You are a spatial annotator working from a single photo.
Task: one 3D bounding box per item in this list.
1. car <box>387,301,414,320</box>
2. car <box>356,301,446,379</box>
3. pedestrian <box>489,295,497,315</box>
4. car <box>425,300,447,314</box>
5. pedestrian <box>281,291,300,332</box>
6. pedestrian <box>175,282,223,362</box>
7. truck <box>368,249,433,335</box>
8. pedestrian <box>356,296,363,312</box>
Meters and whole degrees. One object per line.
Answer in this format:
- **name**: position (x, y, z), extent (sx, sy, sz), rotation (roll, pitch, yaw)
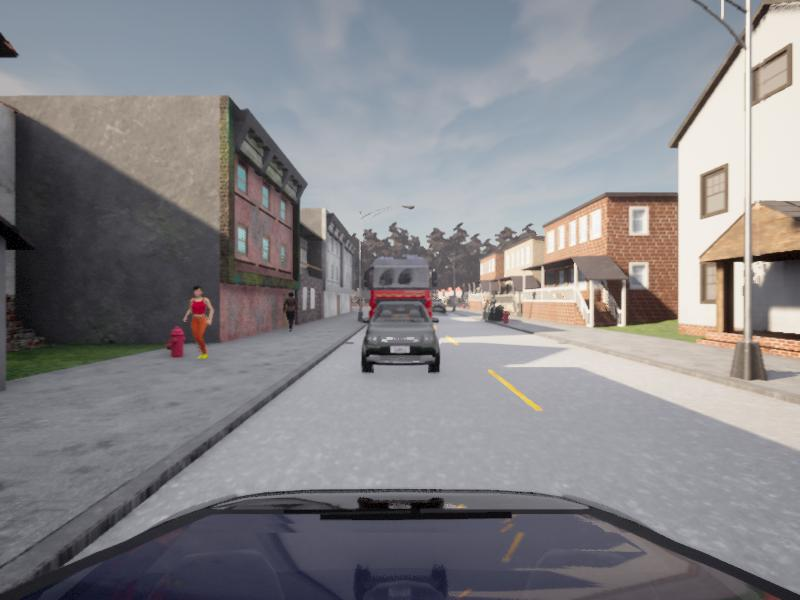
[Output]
- **car**: position (0.046, 0.807, 33.506), extent (2.163, 1.488, 4.792), rotation (0, 0, 0)
- **car**: position (0.017, 0.803, 9.849), extent (1.789, 1.549, 3.705), rotation (0, 0, 0)
- **pedestrian**: position (9.086, 0.482, 38.892), extent (0.751, 1.860, 0.751), rotation (0, 0, 15)
- **car**: position (4.064, 0.766, 45.524), extent (2.038, 1.542, 4.974), rotation (0, 0, 0)
- **pedestrian**: position (-5.033, 0.508, 18.410), extent (0.751, 1.860, 0.751), rotation (0, 0, -9)
- **pedestrian**: position (-4.855, 0.519, 9.699), extent (0.751, 1.860, 0.751), rotation (0, 0, 6)
- **truck**: position (0.027, -0.350, 22.037), extent (2.891, 3.827, 8.468), rotation (0, 0, 0)
- **pedestrian**: position (-4.903, 0.469, 48.842), extent (0.751, 1.860, 0.751), rotation (0, 0, 3)
